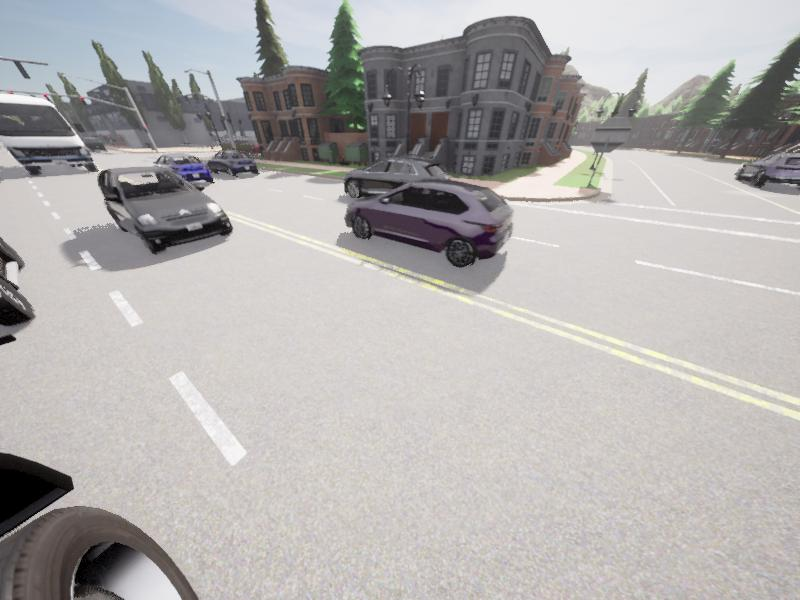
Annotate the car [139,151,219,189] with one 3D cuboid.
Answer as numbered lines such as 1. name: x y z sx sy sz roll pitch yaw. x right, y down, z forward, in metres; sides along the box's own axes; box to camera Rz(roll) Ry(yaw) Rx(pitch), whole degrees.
1. car: -12.579 -7.500 13.180 4.193 1.474 1.816 22 41 28

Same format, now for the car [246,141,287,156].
1. car: -20.267 -23.173 35.202 2.242 1.667 4.611 22 41 27

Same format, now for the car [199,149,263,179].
1. car: -11.899 -9.683 16.286 4.193 1.474 1.816 22 41 28

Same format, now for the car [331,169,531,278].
1. car: 0.539 -2.157 5.699 4.193 1.474 1.816 22 41 28

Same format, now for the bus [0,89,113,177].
1. bus: -26.580 -11.952 17.003 10.273 4.253 3.944 21 40 29

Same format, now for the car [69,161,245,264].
1. car: -6.333 -2.544 6.080 3.988 1.617 1.851 22 41 28

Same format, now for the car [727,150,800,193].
1. car: 21.558 -7.410 13.124 2.033 1.649 4.856 24 42 30

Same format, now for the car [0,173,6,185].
1. car: -23.985 -7.244 12.680 3.633 1.501 1.845 22 41 28

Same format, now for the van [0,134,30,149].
1. van: -79.059 -32.504 47.317 6.366 2.431 2.351 22 41 28

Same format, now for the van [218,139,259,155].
1. van: -24.433 -23.387 35.200 1.775 1.987 4.442 22 41 28

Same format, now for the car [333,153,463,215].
1. car: -0.219 -4.995 9.591 4.856 1.649 2.033 22 41 28

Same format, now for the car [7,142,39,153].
1. car: -59.660 -24.184 36.550 5.357 1.411 2.033 22 41 28

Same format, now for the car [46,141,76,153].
1. car: -54.170 -24.426 36.904 4.674 1.442 1.812 22 41 28

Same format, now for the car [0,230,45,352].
1. car: -7.250 -0.568 3.034 4.605 1.855 1.932 22 40 28
